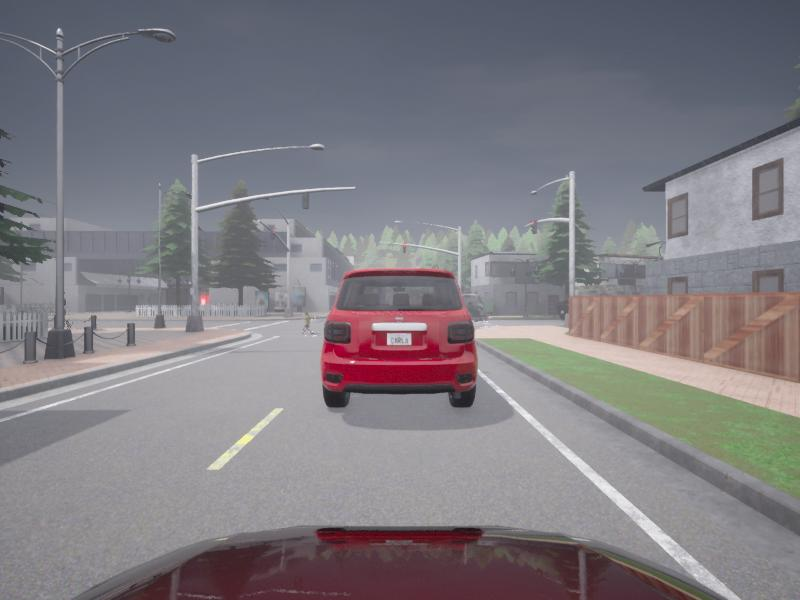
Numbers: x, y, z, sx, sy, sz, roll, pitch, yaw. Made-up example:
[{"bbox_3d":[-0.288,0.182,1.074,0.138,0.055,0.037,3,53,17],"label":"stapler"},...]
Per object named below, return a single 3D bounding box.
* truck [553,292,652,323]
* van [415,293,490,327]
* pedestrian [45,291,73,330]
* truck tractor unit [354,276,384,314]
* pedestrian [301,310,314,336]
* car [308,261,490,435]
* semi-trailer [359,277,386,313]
[{"bbox_3d":[14.789,0.523,29.358,6.274,2.098,2.390,0,0,-9],"label":"truck"},{"bbox_3d":[3.364,0.585,25.640,4.442,1.987,1.775,0,1,22],"label":"van"},{"bbox_3d":[-16.686,0.500,19.593,0.751,1.860,0.751,0,0,-1],"label":"pedestrian"},{"bbox_3d":[-3.563,-0.522,47.168,3.053,4.208,6.516,0,0,0],"label":"truck tractor unit"},{"bbox_3d":[-4.078,1.017,17.711,0.500,1.100,0.500,0,0,-7],"label":"pedestrian"},{"bbox_3d":[-0.013,0.568,7.496,2.150,2.045,5.566,0,0,0],"label":"car"},{"bbox_3d":[-3.541,-0.617,55.078,2.717,4.402,14.254,0,0,0],"label":"semi-trailer"}]
